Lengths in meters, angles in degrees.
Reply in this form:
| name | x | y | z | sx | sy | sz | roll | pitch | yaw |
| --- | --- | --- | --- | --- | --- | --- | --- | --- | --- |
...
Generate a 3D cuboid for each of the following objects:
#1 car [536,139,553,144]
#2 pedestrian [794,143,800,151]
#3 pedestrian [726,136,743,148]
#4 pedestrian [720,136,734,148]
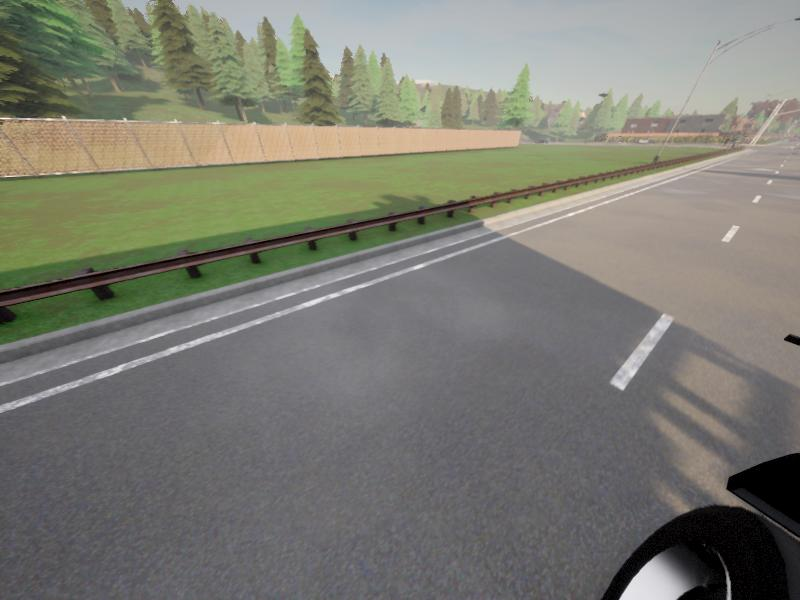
| name | x | y | z | sx | sy | sz | roll | pitch | yaw |
| --- | --- | --- | --- | --- | --- | --- | --- | --- | --- |
| car | 48.303 | -53.162 | 77.424 | 1.816 | 1.474 | 4.193 | -22 | 41 | -27 |
| pedestrian | 65.527 | -25.348 | 37.508 | 0.751 | 1.860 | 0.751 | -19 | 39 | -24 |
| pedestrian | 62.027 | -29.252 | 42.803 | 0.751 | 1.860 | 0.751 | 0 | 35 | 0 |
| pedestrian | 63.233 | -30.599 | 44.696 | 0.751 | 1.860 | 0.751 | -29 | 44 | -34 |
